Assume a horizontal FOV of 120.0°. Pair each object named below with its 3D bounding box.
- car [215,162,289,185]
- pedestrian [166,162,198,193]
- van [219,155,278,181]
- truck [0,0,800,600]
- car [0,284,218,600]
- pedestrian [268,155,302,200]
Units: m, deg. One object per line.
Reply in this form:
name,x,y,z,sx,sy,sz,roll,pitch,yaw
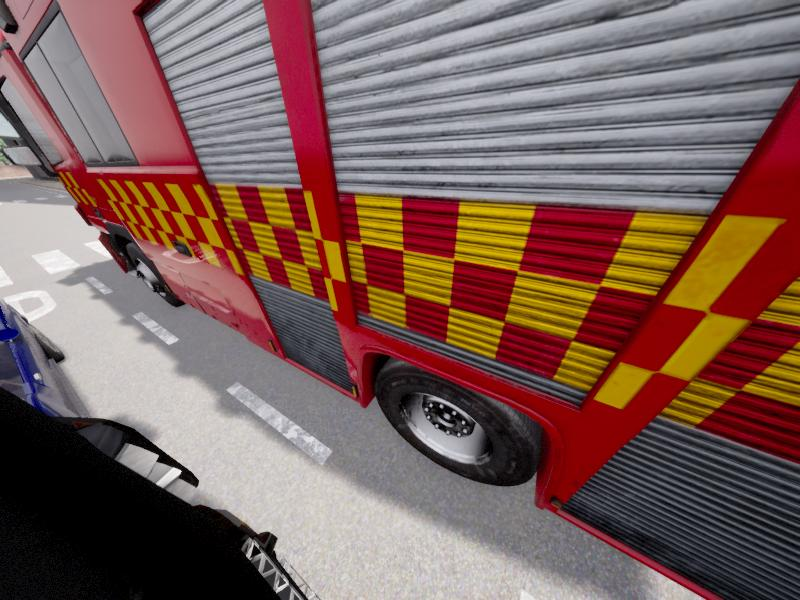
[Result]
car,-13.460,-11.860,21.493,2.033,1.411,5.357,16,38,26
pedestrian,-15.371,-8.650,16.345,0.751,1.860,0.751,15,38,25
van,-15.599,-13.857,24.131,1.775,1.987,4.442,16,38,26
truck,-1.189,-1.507,2.852,8.468,3.827,2.891,16,38,26
car,-3.697,1.054,1.476,4.718,1.301,1.895,16,38,26
pedestrian,-5.569,-5.971,11.270,0.751,1.860,0.751,21,40,31
